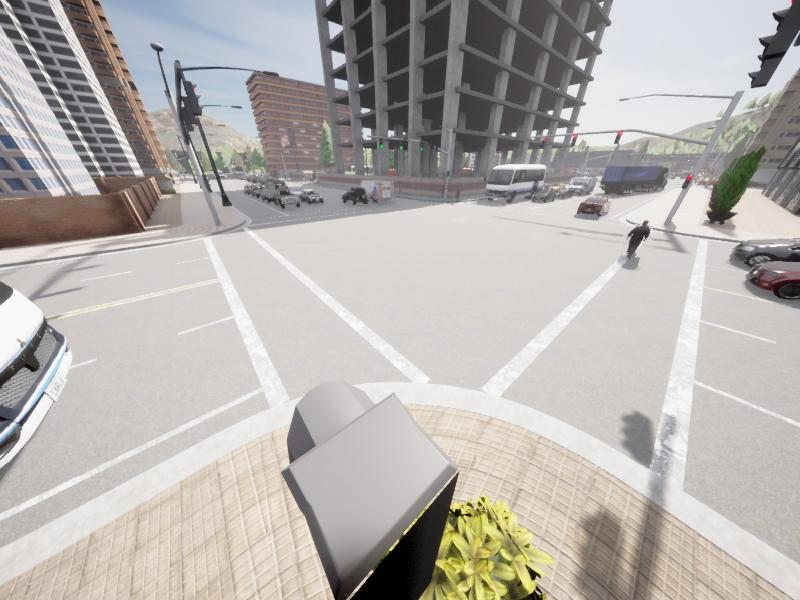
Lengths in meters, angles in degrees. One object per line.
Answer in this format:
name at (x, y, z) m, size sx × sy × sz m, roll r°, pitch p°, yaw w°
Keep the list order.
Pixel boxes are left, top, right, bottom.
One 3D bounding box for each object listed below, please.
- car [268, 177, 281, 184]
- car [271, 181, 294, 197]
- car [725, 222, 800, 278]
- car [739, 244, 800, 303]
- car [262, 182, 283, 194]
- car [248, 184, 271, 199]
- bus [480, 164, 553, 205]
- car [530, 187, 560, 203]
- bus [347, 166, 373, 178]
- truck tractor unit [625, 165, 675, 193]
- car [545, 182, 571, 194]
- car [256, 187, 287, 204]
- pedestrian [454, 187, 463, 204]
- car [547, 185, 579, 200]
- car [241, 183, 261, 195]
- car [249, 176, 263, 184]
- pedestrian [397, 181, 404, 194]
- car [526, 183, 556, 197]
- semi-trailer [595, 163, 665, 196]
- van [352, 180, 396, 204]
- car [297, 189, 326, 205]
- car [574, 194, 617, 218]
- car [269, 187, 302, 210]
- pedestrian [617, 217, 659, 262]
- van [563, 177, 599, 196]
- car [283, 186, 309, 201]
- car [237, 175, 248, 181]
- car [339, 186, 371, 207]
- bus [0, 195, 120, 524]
car at (-33.902, -32.307, 62.395) m, size 1.789 × 1.549 × 3.705 m, roll -22°, pitch 37°, yaw -34°
car at (-18.776, -17.815, 36.971) m, size 1.905 × 1.878 × 3.866 m, roll -23°, pitch 37°, yaw -34°
car at (17.665, -1.836, 9.514) m, size 2.242 × 1.667 × 4.611 m, roll -21°, pitch 36°, yaw -32°
car at (14.923, -0.471, 7.452) m, size 1.994 × 1.385 × 4.181 m, roll -24°, pitch 38°, yaw -35°
car at (-22.848, -20.105, 41.335) m, size 1.837 × 1.490 × 4.892 m, roll -22°, pitch 37°, yaw -33°
car at (-21.131, -16.369, 34.750) m, size 1.851 × 1.617 × 3.988 m, roll -22°, pitch 37°, yaw -34°
bus at (15.792, -15.784, 31.093) m, size 10.273 × 4.253 × 3.944 m, roll -23°, pitch 37°, yaw -34°
car at (19.024, -13.768, 30.300) m, size 3.705 × 1.549 × 1.789 m, roll -23°, pitch 37°, yaw -34°
bus at (-16.947, -54.637, 98.379) m, size 10.273 × 4.253 × 3.944 m, roll -23°, pitch 37°, yaw -34°
truck tractor unit at (45.614, -22.172, 42.226) m, size 6.516 × 4.208 × 3.053 m, roll -15°, pitch 33°, yaw -25°
car at (27.903, -19.813, 40.743) m, size 5.366 × 1.575 × 1.801 m, roll -23°, pitch 37°, yaw -34°
car at (-17.016, -13.831, 30.482) m, size 2.163 × 1.488 × 4.792 m, roll -23°, pitch 37°, yaw -34°
pedestrian at (7.101, -12.675, 28.050) m, size 0.751 × 1.860 × 0.751 m, roll 1°, pitch 30°, yaw 2°
car at (23.938, -15.821, 33.898) m, size 4.902 × 1.511 × 2.128 m, roll -23°, pitch 37°, yaw -34°
car at (-25.067, -18.693, 38.909) m, size 1.816 × 1.474 × 4.193 m, roll -22°, pitch 37°, yaw -34°
car at (-39.849, -33.189, 63.844) m, size 2.033 × 1.649 × 4.856 m, roll -22°, pitch 37°, yaw -34°
pedestrian at (0.072, -17.874, 36.755) m, size 0.751 × 1.860 × 0.751 m, roll 20°, pitch 35°, yaw 30°
car at (22.490, -17.570, 36.767) m, size 4.611 × 1.667 × 2.242 m, roll -23°, pitch 37°, yaw -34°
semi-trailer at (38.734, -20.316, 38.771) m, size 14.254 × 4.402 × 2.717 m, roll -16°, pitch 34°, yaw -26°
van at (-3.514, -14.342, 30.418) m, size 2.351 × 2.431 × 6.366 m, roll -23°, pitch 37°, yaw -34°
car at (-11.249, -13.098, 29.215) m, size 1.970 × 1.475 × 3.806 m, roll -22°, pitch 37°, yaw -33°
car at (18.995, -9.186, 22.379) m, size 5.008 × 1.535 × 1.882 m, roll -25°, pitch 38°, yaw -36°
car at (-13.065, -11.646, 26.299) m, size 1.932 × 1.855 × 4.605 m, roll -21°, pitch 36°, yaw -32°
pedestrian at (11.472, -2.935, 11.181) m, size 0.751 × 1.860 × 0.751 m, roll -25°, pitch 38°, yaw -36°
van at (29.749, -18.670, 37.915) m, size 6.366 × 2.431 × 2.351 m, roll -23°, pitch 37°, yaw -34°
car at (-14.901, -15.280, 33.028) m, size 1.812 × 1.442 × 4.674 m, roll -22°, pitch 37°, yaw -34°
car at (-52.840, -40.955, 77.488) m, size 2.007 × 1.525 × 4.514 m, roll -22°, pitch 37°, yaw -34°
car at (-5.487, -12.564, 27.875) m, size 1.905 × 1.878 × 3.866 m, roll -23°, pitch 37°, yaw -34°
bus at (-9.885, 1.753, 0.719) m, size 10.273 × 4.253 × 3.944 m, roll -23°, pitch 37°, yaw -34°
